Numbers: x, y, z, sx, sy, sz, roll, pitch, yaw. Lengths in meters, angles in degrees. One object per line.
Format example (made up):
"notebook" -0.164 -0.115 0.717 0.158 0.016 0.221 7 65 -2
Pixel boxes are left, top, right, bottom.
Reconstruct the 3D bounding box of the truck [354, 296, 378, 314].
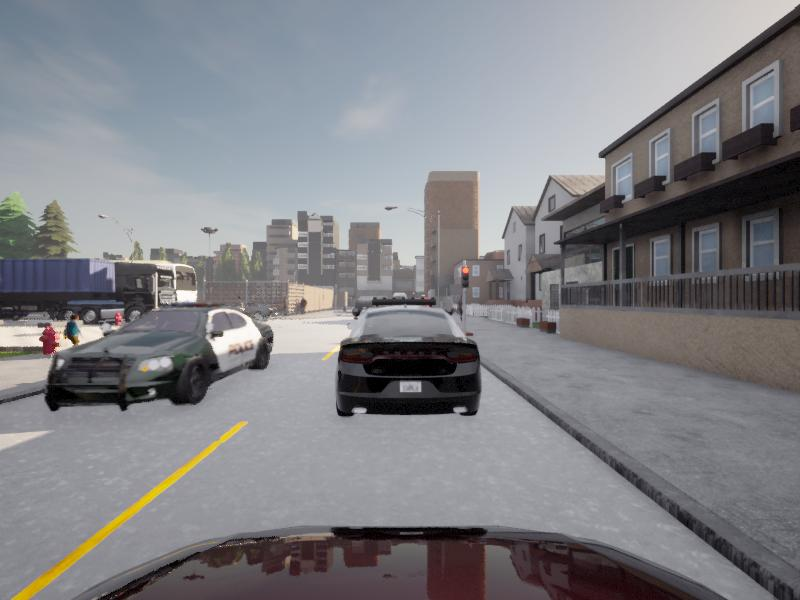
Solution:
"truck" -4.111 0.542 49.206 2.390 2.098 6.274 0 0 0

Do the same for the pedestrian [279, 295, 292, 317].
"pedestrian" -9.735 0.534 33.983 0.751 1.860 0.751 0 0 17

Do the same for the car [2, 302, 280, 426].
"car" -4.042 0.826 7.567 2.038 1.542 4.974 0 0 0

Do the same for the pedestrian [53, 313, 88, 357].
"pedestrian" -8.684 0.905 10.544 0.500 1.100 0.500 0 0 7

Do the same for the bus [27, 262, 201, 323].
"bus" -20.892 -0.534 29.798 10.273 4.253 3.944 0 0 1

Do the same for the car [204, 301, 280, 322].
"car" -11.787 0.836 30.087 4.902 1.511 2.128 0 0 -4

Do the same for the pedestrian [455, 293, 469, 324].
"pedestrian" 3.771 0.533 24.283 0.751 1.860 0.751 0 0 0

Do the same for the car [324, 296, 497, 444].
"car" 0.062 0.771 7.066 1.930 1.638 5.238 0 0 -1

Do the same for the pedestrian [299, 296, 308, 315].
"pedestrian" -9.345 0.534 38.749 0.751 1.860 0.751 0 0 -2

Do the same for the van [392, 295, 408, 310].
"van" -0.048 0.378 65.604 2.351 2.431 6.366 0 0 -1

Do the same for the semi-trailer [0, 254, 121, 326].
"semi-trailer" -26.210 -0.618 25.915 14.254 4.402 2.717 0 0 -1

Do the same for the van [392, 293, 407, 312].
"van" -0.076 0.322 57.479 1.988 2.561 5.915 0 0 -1

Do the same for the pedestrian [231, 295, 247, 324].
"pedestrian" -10.589 0.637 26.362 0.751 1.860 0.751 0 0 -45

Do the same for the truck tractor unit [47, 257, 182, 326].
"truck tractor unit" -18.298 -0.515 26.009 6.516 4.208 3.053 0 0 -1
